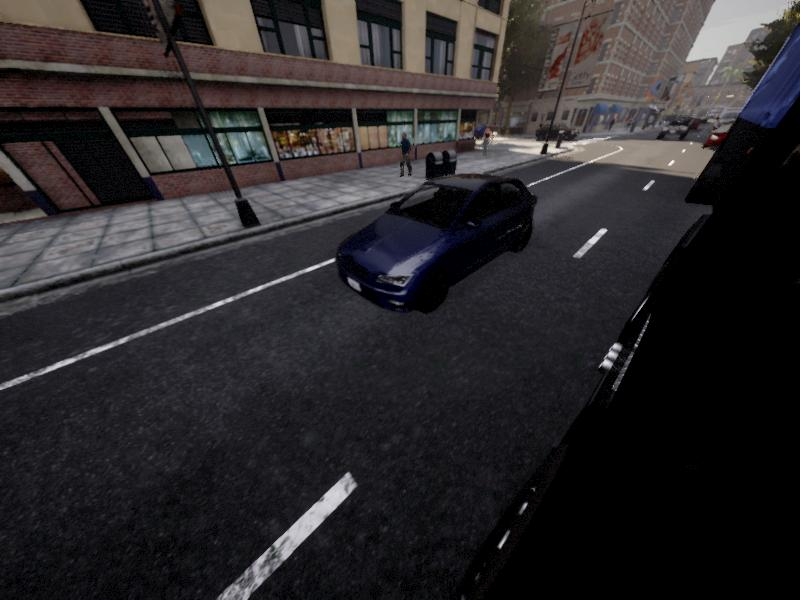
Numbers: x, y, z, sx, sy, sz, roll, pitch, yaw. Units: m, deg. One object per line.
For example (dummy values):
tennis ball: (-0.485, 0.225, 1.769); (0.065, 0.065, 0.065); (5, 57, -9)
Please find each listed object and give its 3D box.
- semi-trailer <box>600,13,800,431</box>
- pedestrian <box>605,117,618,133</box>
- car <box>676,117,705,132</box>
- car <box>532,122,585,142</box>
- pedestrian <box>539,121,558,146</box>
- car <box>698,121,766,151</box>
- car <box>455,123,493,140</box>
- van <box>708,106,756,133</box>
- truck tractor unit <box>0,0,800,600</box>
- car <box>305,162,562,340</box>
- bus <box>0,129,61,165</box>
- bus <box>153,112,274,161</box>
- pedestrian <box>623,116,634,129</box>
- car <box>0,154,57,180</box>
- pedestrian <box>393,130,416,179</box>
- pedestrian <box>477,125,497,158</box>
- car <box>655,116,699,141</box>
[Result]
semi-trailer: (8.558, -3.707, 4.348); (14.254, 4.402, 2.717); (-30, 45, -31)
pedestrian: (32.693, -27.087, 35.726); (0.751, 1.860, 0.751); (24, 45, 32)
car: (42.953, -25.974, 34.121); (5.008, 1.535, 1.882); (-30, 45, -31)
car: (19.279, -20.642, 28.301); (1.932, 1.855, 4.605); (-28, 45, -29)
pedestrian: (13.965, -15.663, 21.755); (0.751, 1.860, 0.751); (-30, 45, -32)
car: (23.817, -11.914, 16.711); (4.792, 1.488, 2.163); (-30, 45, -32)
car: (12.185, -28.176, 38.687); (2.150, 2.045, 5.566); (-31, 45, -32)
van: (41.119, -22.416, 28.759); (6.366, 2.431, 2.351); (-30, 45, -32)
truck tractor unit: (2.645, -0.295, 0.351); (6.516, 4.208, 3.053); (-28, 44, -30)
car: (0.874, -1.355, 4.179); (4.193, 1.474, 1.816); (-30, 45, -32)
bus: (-63.262, -25.302, 38.068); (3.944, 4.253, 10.273); (-22, 41, -23)
bus: (-22.180, -20.074, 28.339); (10.273, 4.253, 3.944); (-30, 44, -32)
pedestrian: (41.953, -32.541, 42.374); (0.751, 1.860, 0.751); (29, 47, 35)
car: (-34.080, -11.349, 19.804); (2.128, 1.511, 4.902); (16, 41, 23)
pedestrian: (0.234, -6.825, 10.896); (0.751, 1.860, 0.751); (-30, 44, -31)
pedestrian: (6.108, -11.160, 16.280); (0.751, 1.860, 0.751); (-26, 42, -27)
car: (28.091, -17.425, 23.439); (4.605, 1.855, 1.932); (-30, 45, -32)
